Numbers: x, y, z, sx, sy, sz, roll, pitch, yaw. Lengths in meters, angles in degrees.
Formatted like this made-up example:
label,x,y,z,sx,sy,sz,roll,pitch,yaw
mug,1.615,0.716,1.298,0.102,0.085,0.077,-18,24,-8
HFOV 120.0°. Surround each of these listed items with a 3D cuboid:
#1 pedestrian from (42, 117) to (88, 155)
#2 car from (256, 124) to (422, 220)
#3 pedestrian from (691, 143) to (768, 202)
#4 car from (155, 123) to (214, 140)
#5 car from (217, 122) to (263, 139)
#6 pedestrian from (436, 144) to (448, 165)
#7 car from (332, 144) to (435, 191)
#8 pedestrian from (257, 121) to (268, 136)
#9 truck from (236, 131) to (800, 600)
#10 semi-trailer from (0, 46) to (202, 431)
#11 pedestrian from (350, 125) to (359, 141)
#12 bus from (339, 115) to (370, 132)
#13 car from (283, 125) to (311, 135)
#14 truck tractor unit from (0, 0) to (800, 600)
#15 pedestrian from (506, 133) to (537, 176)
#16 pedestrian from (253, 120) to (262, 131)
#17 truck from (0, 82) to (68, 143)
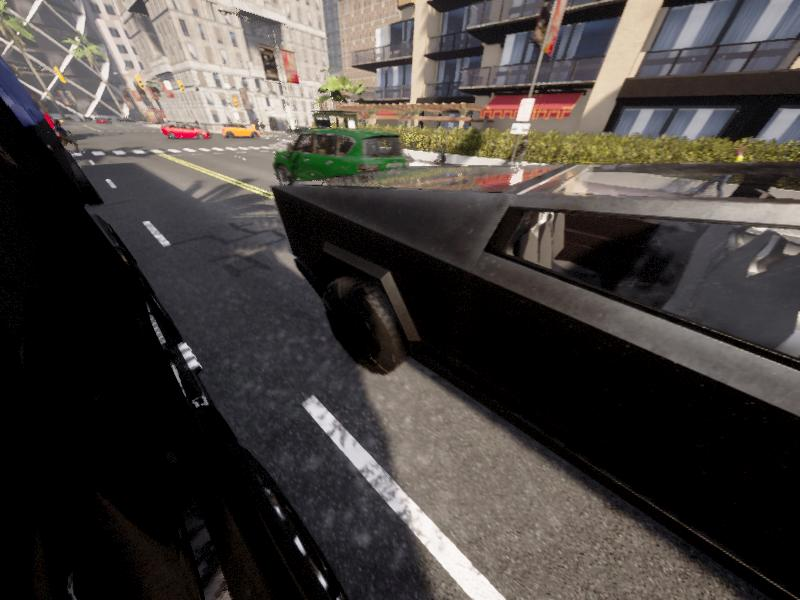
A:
label,x,y,z,sx,sy,sz,roll,pitch,yaw
pedestrian,-20.671,-10.113,14.291,0.751,1.860,0.751,25,43,27
car,-2.218,-4.676,7.978,5.566,2.045,2.150,28,44,29
pedestrian,12.544,-4.881,8.904,0.751,1.860,0.751,28,44,30
car,-25.183,-19.891,27.295,4.514,1.525,2.007,-10,39,-16
car,-22.198,-23.626,32.171,4.553,1.767,2.097,-27,46,-33
pedestrian,2.752,-9.530,15.155,0.500,1.100,0.500,22,41,24
car,-0.909,-6.443,11.007,4.718,1.301,1.895,28,44,30
pedestrian,-21.188,-26.490,35.677,0.751,1.860,0.751,28,44,30
truck,1.766,0.172,1.740,6.274,2.098,2.390,28,44,30
semi-trailer,-8.707,-3.592,4.229,14.254,4.402,2.717,28,44,30
pedestrian,-6.618,-24.412,33.699,0.751,1.860,0.751,24,42,26
bus,-14.983,-58.047,76.032,10.273,4.253,3.944,27,44,29
car,-21.004,-34.775,47.226,1.837,1.490,4.892,28,44,30
truck tractor unit,-2.645,-0.295,0.351,6.516,4.208,3.053,28,44,30
pedestrian,6.619,-7.946,12.639,0.751,1.860,0.751,30,45,31
pedestrian,-30.808,-37.682,49.947,0.751,1.860,0.751,28,44,30
truck,-34.067,-16.859,20.900,8.468,3.827,2.891,28,44,30
